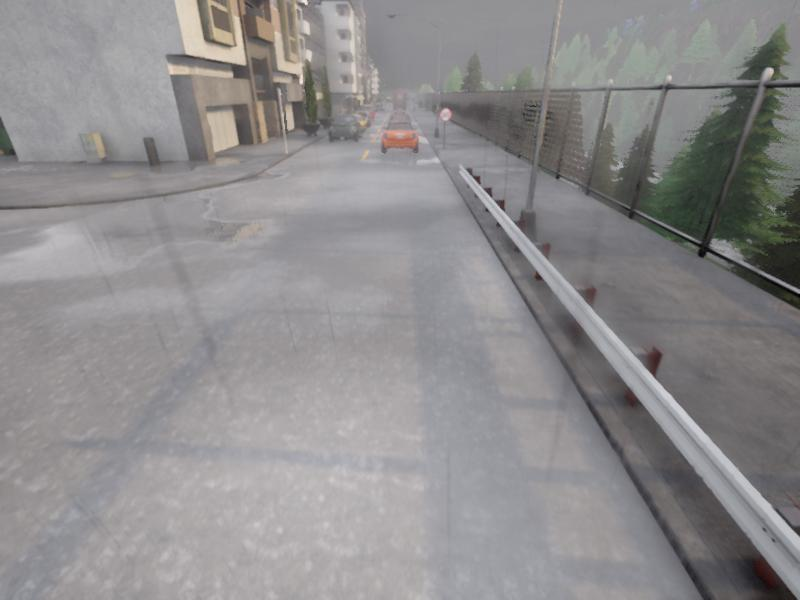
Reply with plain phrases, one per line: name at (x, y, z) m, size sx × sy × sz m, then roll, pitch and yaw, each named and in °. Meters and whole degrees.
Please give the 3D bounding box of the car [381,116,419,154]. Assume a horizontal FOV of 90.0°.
car at (0.001, -10.094, 24.299) m, size 2.097 × 1.767 × 4.553 m, roll 0°, pitch 27°, yaw 0°

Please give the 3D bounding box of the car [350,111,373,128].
car at (-4.005, -19.037, 42.065) m, size 1.970 × 1.475 × 3.806 m, roll 0°, pitch 27°, yaw 0°

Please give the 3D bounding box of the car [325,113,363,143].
car at (-4.002, -12.767, 29.519) m, size 2.097 × 1.767 × 4.553 m, roll 0°, pitch 27°, yaw 0°

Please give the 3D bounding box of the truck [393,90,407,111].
truck at (-0.025, -43.285, 86.645) m, size 2.891 × 3.827 × 8.468 m, roll 0°, pitch 27°, yaw 0°

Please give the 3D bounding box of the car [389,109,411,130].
car at (-0.007, -18.542, 40.926) m, size 2.152 × 1.651 × 5.027 m, roll 0°, pitch 27°, yaw 0°

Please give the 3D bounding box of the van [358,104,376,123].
van at (-4.010, -22.719, 48.672) m, size 1.775 × 1.987 × 4.442 m, roll 0°, pitch 27°, yaw 0°

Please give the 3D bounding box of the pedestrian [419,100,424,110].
pedestrian at (4.467, -41.282, 84.604) m, size 0.751 × 1.860 × 0.751 m, roll -8°, pitch 28°, yaw -15°

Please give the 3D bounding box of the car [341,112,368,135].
car at (-4.005, -15.925, 35.897) m, size 1.801 × 1.575 × 5.366 m, roll 0°, pitch 27°, yaw 0°
